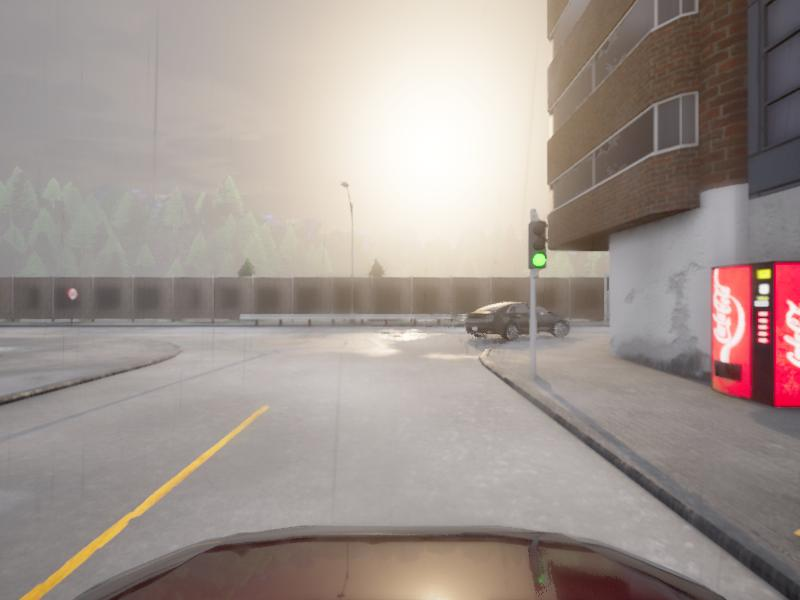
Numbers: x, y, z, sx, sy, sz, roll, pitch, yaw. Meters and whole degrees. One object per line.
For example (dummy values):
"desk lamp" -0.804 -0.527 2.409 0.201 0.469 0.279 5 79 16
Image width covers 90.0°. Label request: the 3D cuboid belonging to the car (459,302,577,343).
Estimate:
"car" 4.992 0.854 16.704 4.892 1.490 1.837 0 -3 -31
